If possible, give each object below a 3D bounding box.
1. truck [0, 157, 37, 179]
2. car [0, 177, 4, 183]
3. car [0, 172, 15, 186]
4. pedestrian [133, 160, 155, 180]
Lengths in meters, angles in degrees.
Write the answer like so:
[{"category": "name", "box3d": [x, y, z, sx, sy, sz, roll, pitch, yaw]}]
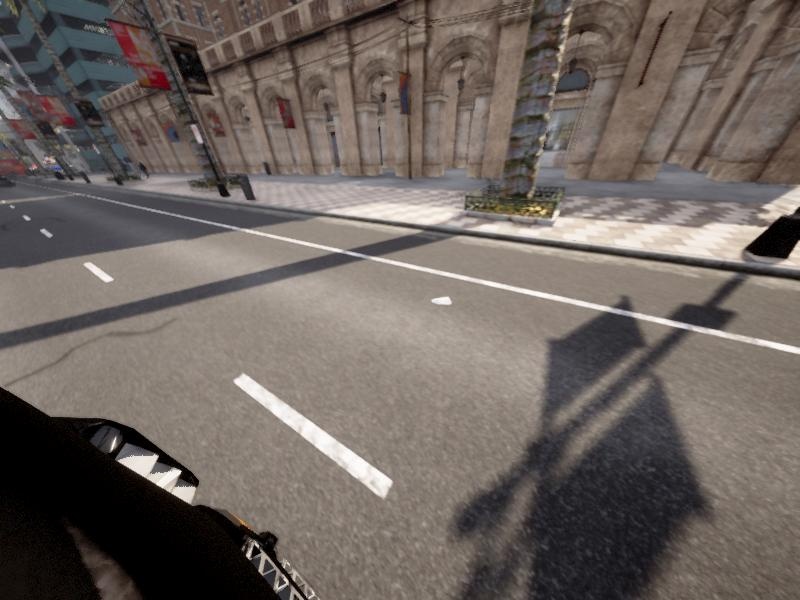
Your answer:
[{"category": "truck", "box3d": [-86.497, -29.137, 50.779, 2.891, 3.827, 8.468, -20, 37, -24]}, {"category": "car", "box3d": [-68.237, -20.372, 38.314, 5.366, 1.575, 1.801, 16, 38, 26]}, {"category": "car", "box3d": [-57.505, -17.206, 32.834, 4.902, 1.511, 2.128, 16, 38, 26]}, {"category": "pedestrian", "box3d": [-29.435, -14.966, 26.602, 0.751, 1.860, 0.751, 16, 38, 26]}]
